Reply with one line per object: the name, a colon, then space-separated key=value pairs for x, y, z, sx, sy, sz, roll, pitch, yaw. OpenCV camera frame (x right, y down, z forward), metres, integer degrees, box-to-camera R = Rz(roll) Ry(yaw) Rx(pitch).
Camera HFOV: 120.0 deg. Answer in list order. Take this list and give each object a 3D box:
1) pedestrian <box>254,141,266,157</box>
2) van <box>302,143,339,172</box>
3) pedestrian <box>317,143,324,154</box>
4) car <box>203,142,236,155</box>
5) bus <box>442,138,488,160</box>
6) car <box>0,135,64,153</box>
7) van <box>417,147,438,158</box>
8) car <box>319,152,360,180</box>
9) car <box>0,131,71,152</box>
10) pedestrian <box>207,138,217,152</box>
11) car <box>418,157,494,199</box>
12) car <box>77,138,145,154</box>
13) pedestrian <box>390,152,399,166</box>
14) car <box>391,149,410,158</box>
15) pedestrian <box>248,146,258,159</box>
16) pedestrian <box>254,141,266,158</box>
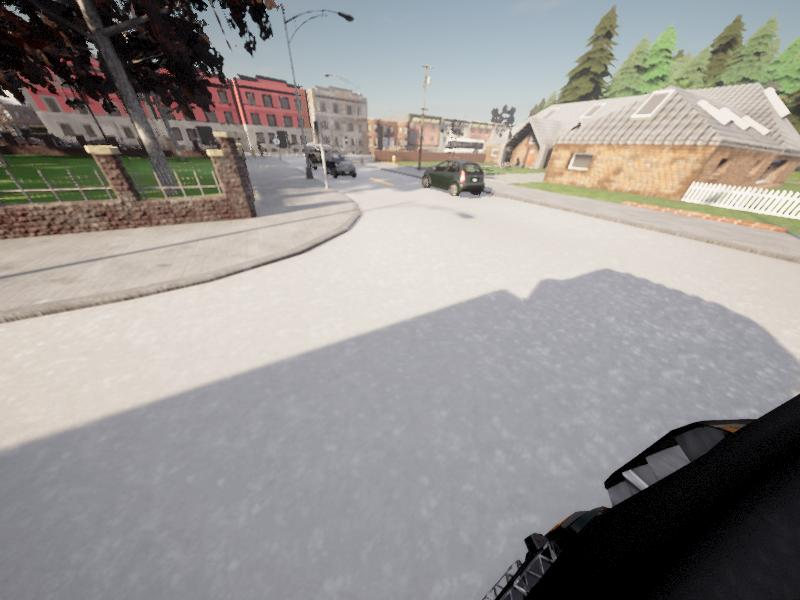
pedestrian: x=-19.208 y=-20.733 z=31.723 sx=0.751 sy=1.860 sz=0.751 roll=-2 pitch=34 yaw=-6
van: x=-7.496 y=-13.370 z=21.531 sx=2.069 sy=2.038 sz=4.480 roll=-15 pitch=38 yaw=-25
pedestrian: x=-15.974 y=-30.425 z=46.413 sx=0.751 sy=1.860 sz=0.751 roll=-18 pitch=39 yaw=-28
car: x=-28.268 y=-23.881 z=36.377 sx=3.633 sy=1.501 sz=1.845 roll=-14 pitch=37 yaw=-23
bus: x=16.015 y=-37.045 z=56.812 sx=10.273 sy=4.253 sz=3.944 roll=-15 pitch=38 yaw=-25
car: x=-41.902 y=-17.648 z=26.172 sx=3.705 sy=1.549 sz=1.789 roll=-15 pitch=38 yaw=-25
van: x=6.283 y=-33.694 z=52.834 sx=4.442 sy=1.987 sz=1.775 roll=-15 pitch=38 yaw=-25
car: x=-4.522 y=-10.043 z=17.207 sx=1.845 sy=1.501 sz=3.633 roll=-15 pitch=38 yaw=-25
car: x=-44.692 y=-19.553 z=28.538 sx=3.866 sy=1.878 sz=1.905 roll=-15 pitch=38 yaw=-25
pedestrian: x=-32.010 y=-26.416 z=39.400 sx=0.751 sy=1.860 sz=0.751 roll=-22 pitch=41 yaw=-31
car: x=2.883 y=-6.964 z=13.007 sx=1.851 sy=1.617 sz=3.988 roll=-15 pitch=37 yaw=-24
car: x=-36.007 y=-19.253 z=29.000 sx=4.892 sy=1.490 sz=1.837 roll=-16 pitch=38 yaw=-25
pedestrian: x=-0.688 y=-16.511 z=27.093 sx=0.751 sy=1.300 sz=0.751 roll=-14 pitch=37 yaw=-22
car: x=0.093 y=-31.793 z=50.009 sx=3.633 sy=1.501 sz=1.845 roll=-15 pitch=38 yaw=-25
pedestrian: x=-17.898 y=-17.926 z=28.115 sx=0.751 sy=1.300 sz=0.751 roll=-16 pitch=38 yaw=-25
pedestrian: x=-18.912 y=-20.417 z=31.270 sx=0.751 sy=1.860 sz=0.751 roll=-4 pitch=34 yaw=-10
